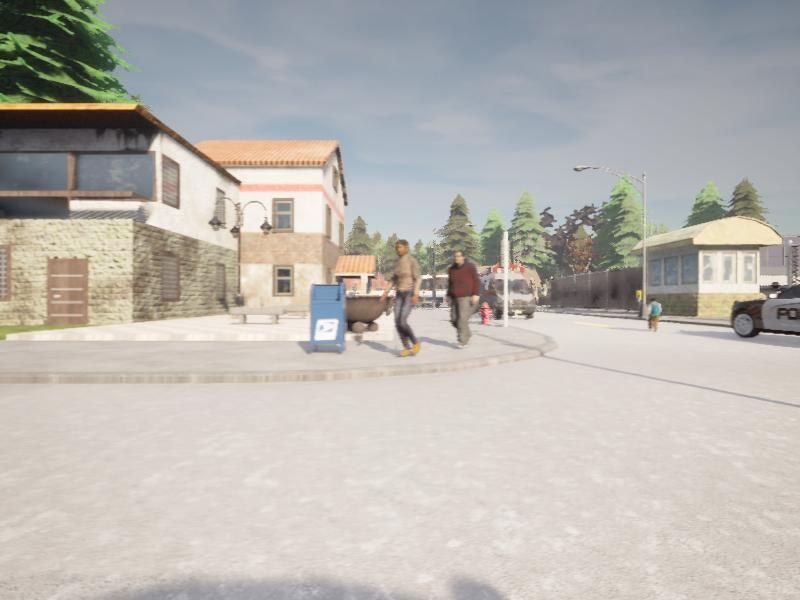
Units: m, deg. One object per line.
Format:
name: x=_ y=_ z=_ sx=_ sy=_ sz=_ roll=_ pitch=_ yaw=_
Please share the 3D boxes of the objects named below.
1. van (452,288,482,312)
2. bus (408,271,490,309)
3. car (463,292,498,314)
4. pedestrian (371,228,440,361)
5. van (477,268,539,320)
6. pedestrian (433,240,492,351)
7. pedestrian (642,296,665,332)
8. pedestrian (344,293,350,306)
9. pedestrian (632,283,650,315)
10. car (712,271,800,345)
van: x=5.767 y=0.002 z=34.737 sx=1.775 sy=1.987 sz=4.442 roll=0 pitch=0 yaw=-1
bus: x=5.836 y=-1.133 z=49.862 sx=3.944 sy=4.253 sz=10.273 roll=0 pitch=0 yaw=-39
car: x=5.809 y=0.218 z=29.242 sx=1.789 sy=1.549 sz=3.705 roll=0 pitch=0 yaw=0
pedestrian: x=0.093 y=-0.076 z=6.140 sx=0.751 sy=1.860 sz=0.751 roll=0 pitch=0 yaw=41
van: x=5.910 y=-0.274 z=22.681 sx=1.988 sy=2.561 sz=5.915 roll=0 pitch=0 yaw=1
pedestrian: x=1.124 y=-0.075 z=7.223 sx=0.751 sy=1.860 sz=0.751 roll=0 pitch=0 yaw=-42
pedestrian: x=8.012 y=0.422 z=12.644 sx=0.500 sy=1.100 sz=0.500 roll=0 pitch=0 yaw=17
pedestrian: x=-7.445 y=-0.072 z=55.956 sx=0.751 sy=1.860 sz=0.751 roll=0 pitch=0 yaw=-14
pedestrian: x=14.558 y=-0.058 z=24.182 sx=0.751 sy=1.860 sz=0.751 roll=0 pitch=0 yaw=10
car: x=9.822 y=0.177 z=8.960 sx=1.930 sy=1.638 sz=5.238 roll=0 pitch=0 yaw=5
